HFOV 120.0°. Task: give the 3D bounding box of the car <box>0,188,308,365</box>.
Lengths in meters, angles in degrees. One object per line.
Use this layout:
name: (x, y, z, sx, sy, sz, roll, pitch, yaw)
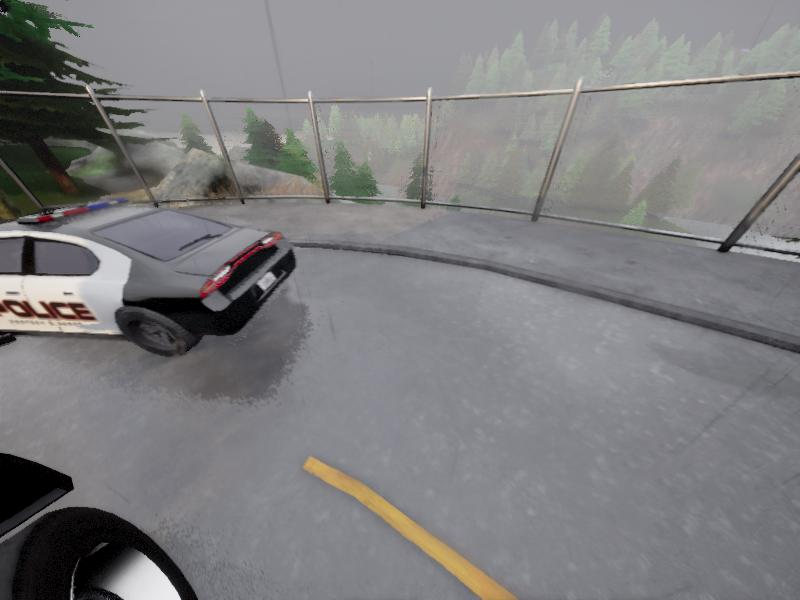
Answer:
car: (-4.312, -0.524, 3.281, 4.974, 1.542, 2.038, 2, 36, 3)
